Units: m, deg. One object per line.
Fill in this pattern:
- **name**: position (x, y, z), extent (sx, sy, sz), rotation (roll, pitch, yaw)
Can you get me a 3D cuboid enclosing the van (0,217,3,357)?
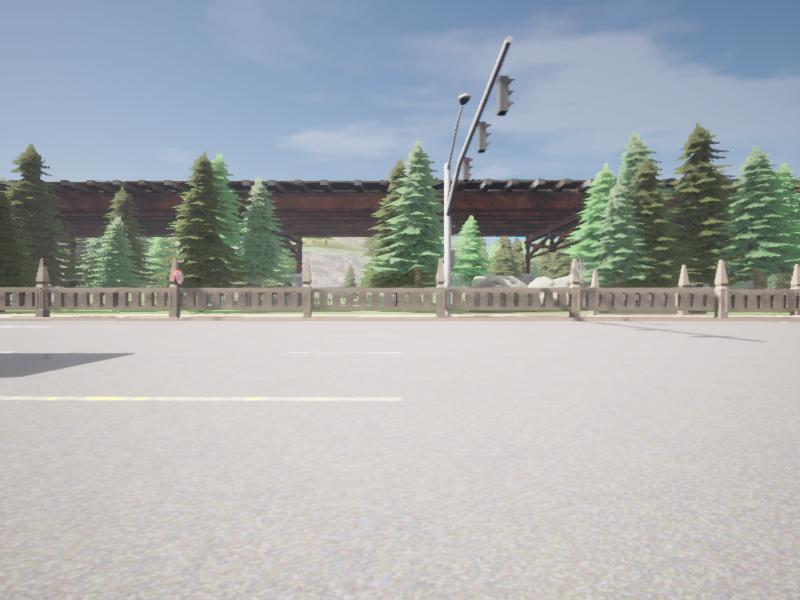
- **van**: position (-10.150, -0.230, 5.851), extent (6.366, 2.431, 2.351), rotation (0, 0, 0)
